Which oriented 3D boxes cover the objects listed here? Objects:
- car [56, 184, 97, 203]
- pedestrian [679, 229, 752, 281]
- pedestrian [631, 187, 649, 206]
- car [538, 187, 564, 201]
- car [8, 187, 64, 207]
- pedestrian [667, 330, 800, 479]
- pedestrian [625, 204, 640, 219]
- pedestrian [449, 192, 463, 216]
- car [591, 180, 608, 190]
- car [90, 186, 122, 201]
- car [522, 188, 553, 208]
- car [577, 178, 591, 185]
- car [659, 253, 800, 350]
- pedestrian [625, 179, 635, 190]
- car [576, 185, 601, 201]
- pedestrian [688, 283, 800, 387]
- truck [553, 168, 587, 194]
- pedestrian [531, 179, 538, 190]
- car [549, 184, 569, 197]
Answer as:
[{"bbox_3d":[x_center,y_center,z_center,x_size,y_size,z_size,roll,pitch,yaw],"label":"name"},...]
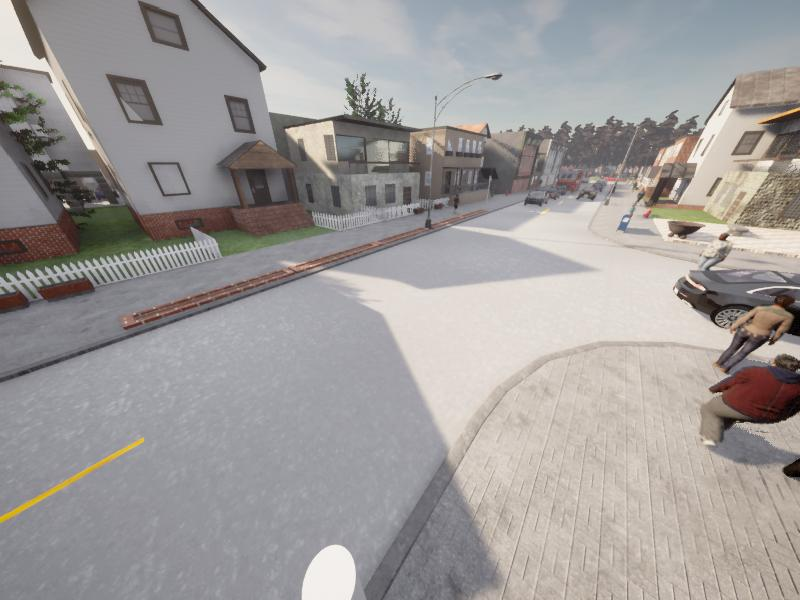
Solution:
[{"bbox_3d":[-41.858,-13.887,30.046,1.905,1.878,3.866,-23,37,-34],"label":"car"},{"bbox_3d":[12.334,-1.750,9.128,0.751,1.860,0.751,-2,30,-4],"label":"pedestrian"},{"bbox_3d":[27.064,-11.639,26.047,0.751,1.860,0.751,26,39,37],"label":"pedestrian"},{"bbox_3d":[21.579,-15.203,32.970,1.994,1.385,4.181,23,37,34],"label":"car"},{"bbox_3d":[-43.673,-12.532,27.911,2.242,1.667,4.611,-23,37,-34],"label":"car"},{"bbox_3d":[4.972,1.496,3.299,0.751,1.860,0.751,19,35,30],"label":"pedestrian"},{"bbox_3d":[19.763,-7.517,19.652,0.500,1.100,0.500,-21,36,-32],"label":"pedestrian"},{"bbox_3d":[5.048,-8.643,20.859,0.751,1.860,0.751,23,37,34],"label":"pedestrian"},{"bbox_3d":[41.990,-24.236,48.589,2.033,1.411,5.357,23,37,34],"label":"car"},{"bbox_3d":[-40.001,-14.531,31.503,1.845,1.501,3.633,-23,37,-34],"label":"car"},{"bbox_3d":[16.653,-12.450,27.928,1.930,1.638,5.238,22,37,33],"label":"car"},{"bbox_3d":[47.831,-30.841,59.942,2.163,1.488,4.792,23,37,34],"label":"car"},{"bbox_3d":[10.870,0.225,6.104,4.902,1.511,2.128,20,36,31],"label":"car"},{"bbox_3d":[44.506,-22.414,44.711,0.751,1.860,0.751,-21,36,-32],"label":"pedestrian"},{"bbox_3d":[27.183,-15.481,33.286,2.038,1.542,4.974,23,37,34],"label":"car"},{"bbox_3d":[7.104,0.715,4.652,0.751,1.860,0.751,-11,32,-19],"label":"pedestrian"},{"bbox_3d":[30.933,-21.820,41.975,2.891,3.827,8.468,23,37,34],"label":"truck"},{"bbox_3d":[25.594,-21.980,43.959,0.751,1.860,0.751,17,34,27],"label":"pedestrian"},{"bbox_3d":[25.445,-17.570,36.884,1.789,1.549,3.705,23,37,34],"label":"car"}]
